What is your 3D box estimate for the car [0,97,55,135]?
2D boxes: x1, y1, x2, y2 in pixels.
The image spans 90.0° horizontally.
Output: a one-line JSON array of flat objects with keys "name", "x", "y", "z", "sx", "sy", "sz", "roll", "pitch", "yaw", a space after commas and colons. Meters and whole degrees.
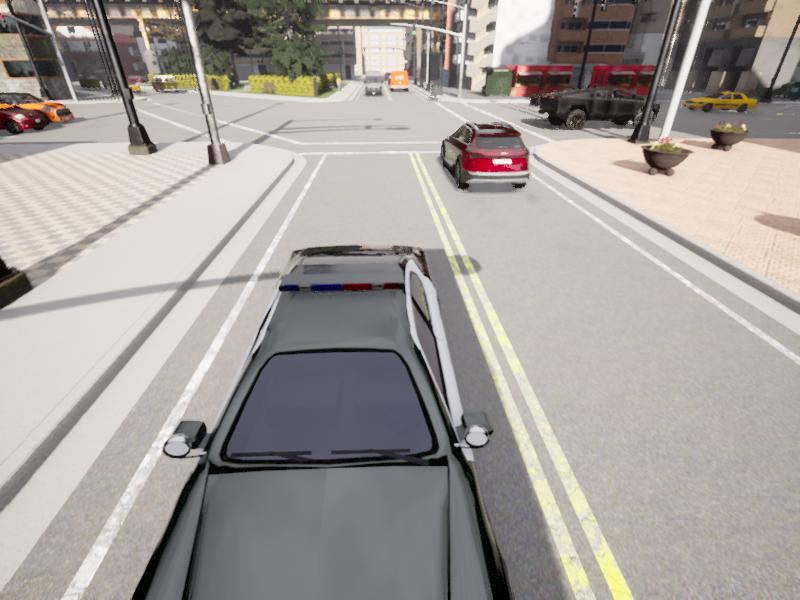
[{"name": "car", "x": -20.996, "y": -9.576, "z": 20.778, "sx": 3.988, "sy": 1.617, "sz": 1.851, "roll": -1, "pitch": 30, "yaw": -3}]

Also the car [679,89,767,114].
[{"name": "car", "x": 25.986, "y": -16.085, "z": 32.352, "sx": 5.366, "sy": 1.575, "sz": 1.801, "roll": -1, "pitch": 30, "yaw": -4}]

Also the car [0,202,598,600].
[{"name": "car", "x": -0.448, "y": 0.701, "z": 3.287, "sx": 2.038, "sy": 1.542, "sz": 4.974, "roll": -1, "pitch": 31, "yaw": -2}]

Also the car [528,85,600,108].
[{"name": "car", "x": 14.144, "y": -17.635, "z": 34.695, "sx": 5.238, "sy": 1.638, "sz": 1.930, "roll": -2, "pitch": 30, "yaw": -4}]

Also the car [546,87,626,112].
[{"name": "car", "x": 14.617, "y": -15.879, "z": 31.701, "sx": 5.238, "sy": 1.638, "sz": 1.930, "roll": -1, "pitch": 30, "yaw": -3}]

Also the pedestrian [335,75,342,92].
[{"name": "pedestrian", "x": -7.858, "y": -27.781, "z": 51.360, "sx": 0.751, "sy": 1.860, "sz": 0.751, "roll": -4, "pitch": 31, "yaw": -7}]

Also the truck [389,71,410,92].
[{"name": "truck", "x": -0.166, "y": -30.976, "z": 56.531, "sx": 2.627, "sy": 2.467, "sz": 5.204, "roll": -2, "pitch": 30, "yaw": -2}]

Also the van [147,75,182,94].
[{"name": "van", "x": -31.068, "y": -28.441, "z": 52.742, "sx": 4.480, "sy": 2.038, "sz": 2.069, "roll": 24, "pitch": 38, "yaw": 35}]

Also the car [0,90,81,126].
[{"name": "car", "x": -22.316, "y": -11.406, "z": 23.715, "sx": 4.553, "sy": 1.767, "sz": 2.097, "roll": -1, "pitch": 30, "yaw": -3}]

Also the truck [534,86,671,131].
[{"name": "truck", "x": 11.244, "y": -10.837, "z": 22.561, "sx": 6.274, "sy": 2.098, "sz": 2.390, "roll": -4, "pitch": 30, "yaw": -7}]

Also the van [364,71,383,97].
[{"name": "van", "x": -3.122, "y": -25.600, "z": 47.282, "sx": 1.988, "sy": 2.561, "sz": 5.915, "roll": -2, "pitch": 30, "yaw": -3}]

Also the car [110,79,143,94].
[{"name": "car", "x": -35.982, "y": -28.053, "z": 52.584, "sx": 5.366, "sy": 1.575, "sz": 1.801, "roll": 24, "pitch": 38, "yaw": 35}]

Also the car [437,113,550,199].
[{"name": "car", "x": 2.495, "y": -4.569, "z": 12.187, "sx": 2.033, "sy": 1.649, "sz": 4.856, "roll": -2, "pitch": 29, "yaw": -3}]

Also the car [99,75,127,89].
[{"name": "car", "x": -46.139, "y": -35.062, "z": 64.279, "sx": 4.605, "sy": 1.855, "sz": 1.932, "roll": 24, "pitch": 38, "yaw": 35}]

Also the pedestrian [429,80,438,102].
[{"name": "pedestrian", "x": 3.212, "y": -20.247, "z": 38.771, "sx": 0.751, "sy": 1.860, "sz": 0.751, "roll": 1, "pitch": 30, "yaw": 1}]

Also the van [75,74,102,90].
[{"name": "van", "x": -47.911, "y": -33.540, "z": 61.572, "sx": 4.442, "sy": 1.987, "sz": 1.775, "roll": 24, "pitch": 38, "yaw": 35}]
